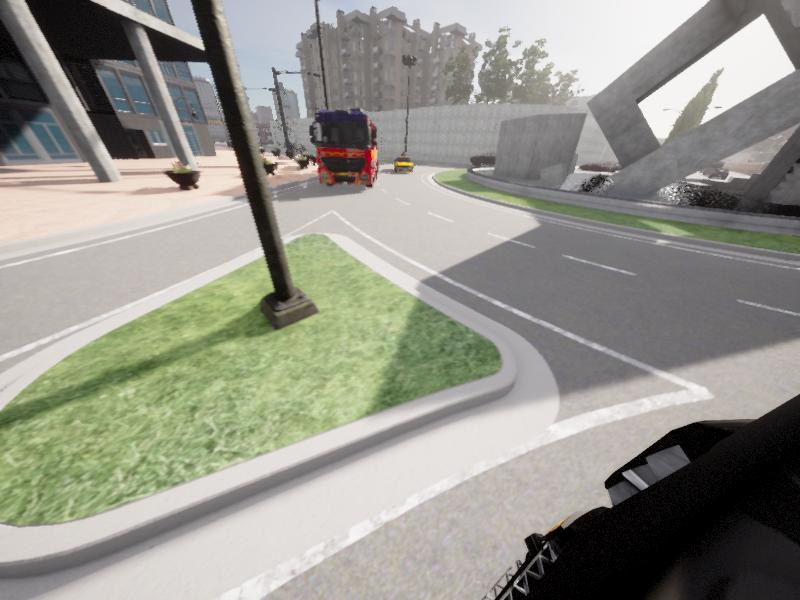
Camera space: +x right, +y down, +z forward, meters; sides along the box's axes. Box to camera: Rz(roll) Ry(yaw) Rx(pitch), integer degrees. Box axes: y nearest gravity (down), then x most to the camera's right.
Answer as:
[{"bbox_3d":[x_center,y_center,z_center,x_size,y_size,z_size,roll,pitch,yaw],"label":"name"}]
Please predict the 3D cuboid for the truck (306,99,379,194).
[{"bbox_3d":[-3.015,-9.781,15.029,2.891,3.827,8.468,1,34,-3],"label":"truck"}]

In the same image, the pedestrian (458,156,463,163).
[{"bbox_3d":[11.318,-26.271,43.161,0.500,1.100,0.500,15,35,18],"label":"pedestrian"}]

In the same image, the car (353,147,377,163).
[{"bbox_3d":[-5.465,-22.366,35.581,1.905,1.878,3.866,-21,40,-31],"label":"car"}]

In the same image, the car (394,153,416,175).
[{"bbox_3d":[0.389,-13.906,23.548,1.801,1.575,5.366,0,34,-4],"label":"car"}]

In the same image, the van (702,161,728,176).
[{"bbox_3d":[65.357,-27.415,48.046,5.915,2.561,1.988,-26,43,-36],"label":"van"}]

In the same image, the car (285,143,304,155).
[{"bbox_3d":[-21.019,-29.992,45.898,1.905,1.878,3.866,-25,43,-36],"label":"car"}]

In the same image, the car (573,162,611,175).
[{"bbox_3d":[29.259,-20.092,35.289,4.181,1.385,1.994,-5,34,-11],"label":"car"}]

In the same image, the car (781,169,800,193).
[{"bbox_3d":[42.603,-11.174,22.240,2.150,2.045,5.566,-1,34,-6],"label":"car"}]

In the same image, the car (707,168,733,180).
[{"bbox_3d":[52.795,-20.861,38.157,4.193,1.474,1.816,-26,43,-36],"label":"car"}]

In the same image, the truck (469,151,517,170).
[{"bbox_3d":[14.074,-21.473,35.545,6.274,2.098,2.390,7,34,7],"label":"truck"}]

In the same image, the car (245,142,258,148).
[{"bbox_3d":[-47.213,-49.262,73.402,2.033,1.411,5.357,-25,43,-36],"label":"car"}]

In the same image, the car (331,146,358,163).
[{"bbox_3d":[-8.110,-21.212,33.647,1.932,1.855,4.605,-20,40,-31],"label":"car"}]
